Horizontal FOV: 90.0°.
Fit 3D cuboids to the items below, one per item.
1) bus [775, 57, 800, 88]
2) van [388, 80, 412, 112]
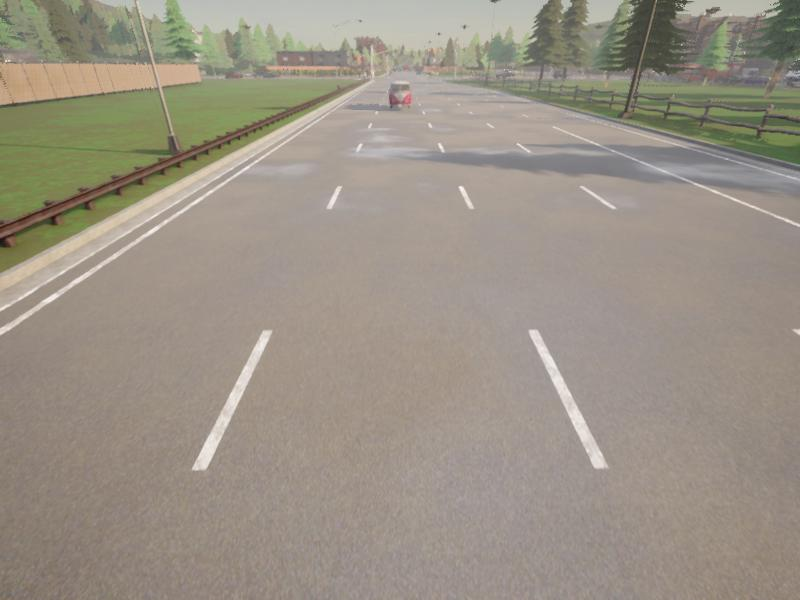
[{"bbox_3d":[64.558,-34.814,61.198,3.944,4.253,10.273,0,30,0],"label":"bus"},{"bbox_3d":[0.016,-16.224,31.699,1.775,1.987,4.442,0,30,0],"label":"van"}]
